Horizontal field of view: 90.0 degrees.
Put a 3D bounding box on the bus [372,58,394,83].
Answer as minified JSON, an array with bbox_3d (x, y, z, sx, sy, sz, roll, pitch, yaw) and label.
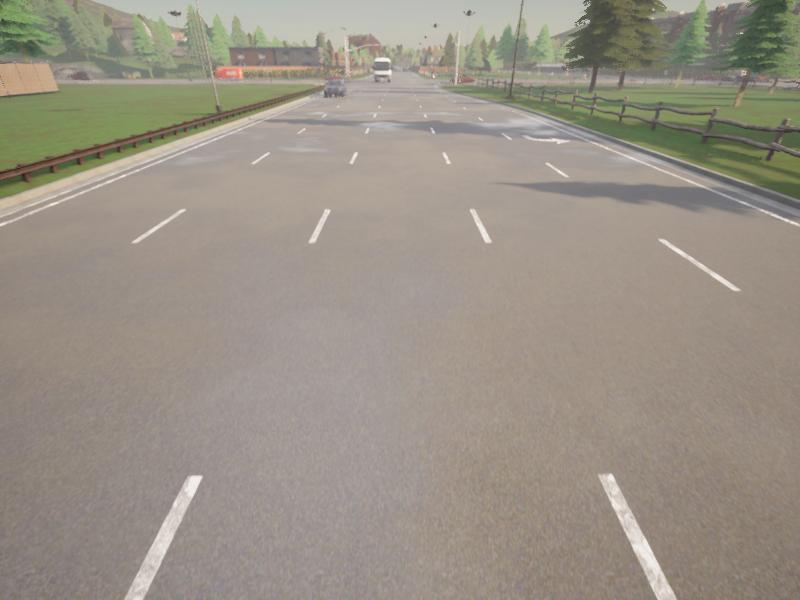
[{"bbox_3d":[-3.371,-47.041,81.987,3.944,4.253,10.273,0,30,0],"label":"bus"}]

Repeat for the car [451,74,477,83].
[{"bbox_3d":[12.506,-43.560,78.792,4.792,1.488,2.163,0,30,0],"label":"car"}]

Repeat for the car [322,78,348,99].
[{"bbox_3d":[-6.994,-23.043,43.490,2.097,1.767,4.553,0,30,0],"label":"car"}]

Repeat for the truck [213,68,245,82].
[{"bbox_3d":[-36.672,-48.299,85.874,5.204,2.467,2.627,0,30,1],"label":"truck"}]

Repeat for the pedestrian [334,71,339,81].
[{"bbox_3d":[-13.042,-46.007,82.230,0.751,1.860,0.751,3,31,5],"label":"pedestrian"}]

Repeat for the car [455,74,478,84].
[{"bbox_3d":[12.500,-41.843,75.740,3.988,1.617,1.851,0,30,1],"label":"car"}]
